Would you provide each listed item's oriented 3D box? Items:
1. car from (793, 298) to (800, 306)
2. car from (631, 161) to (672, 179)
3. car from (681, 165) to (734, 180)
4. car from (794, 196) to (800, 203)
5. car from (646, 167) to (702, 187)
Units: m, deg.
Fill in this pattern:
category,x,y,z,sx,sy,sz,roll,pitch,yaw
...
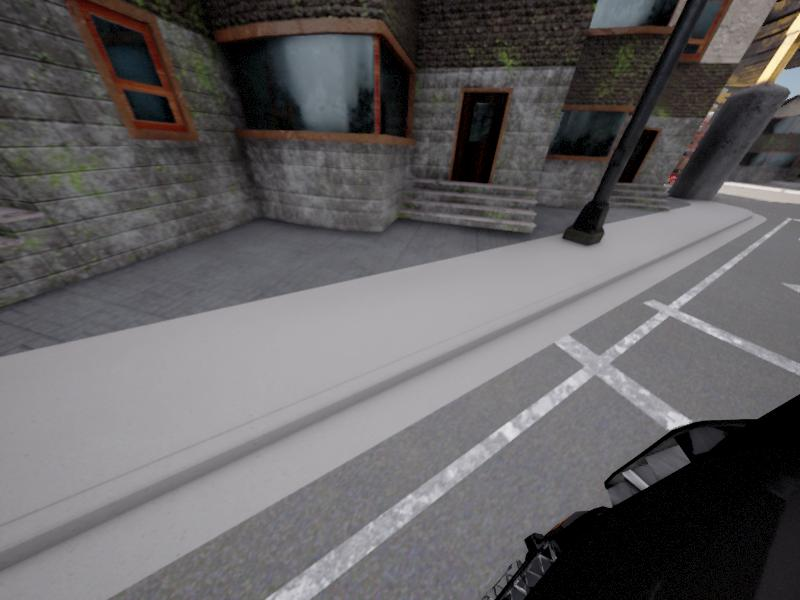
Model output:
category,x,y,z,sx,sy,sz,roll,pitch,yaw
car,9.667,-0.432,3.992,3.806,1.475,1.970,-13,37,-22
car,35.544,-18.535,32.796,1.905,1.878,3.866,11,34,11
car,49.593,-20.755,37.477,2.038,1.542,4.974,-27,44,-37
car,29.051,-6.680,14.863,1.970,1.475,3.806,20,37,23
car,29.378,-13.411,25.002,1.816,1.474,4.193,11,34,11
